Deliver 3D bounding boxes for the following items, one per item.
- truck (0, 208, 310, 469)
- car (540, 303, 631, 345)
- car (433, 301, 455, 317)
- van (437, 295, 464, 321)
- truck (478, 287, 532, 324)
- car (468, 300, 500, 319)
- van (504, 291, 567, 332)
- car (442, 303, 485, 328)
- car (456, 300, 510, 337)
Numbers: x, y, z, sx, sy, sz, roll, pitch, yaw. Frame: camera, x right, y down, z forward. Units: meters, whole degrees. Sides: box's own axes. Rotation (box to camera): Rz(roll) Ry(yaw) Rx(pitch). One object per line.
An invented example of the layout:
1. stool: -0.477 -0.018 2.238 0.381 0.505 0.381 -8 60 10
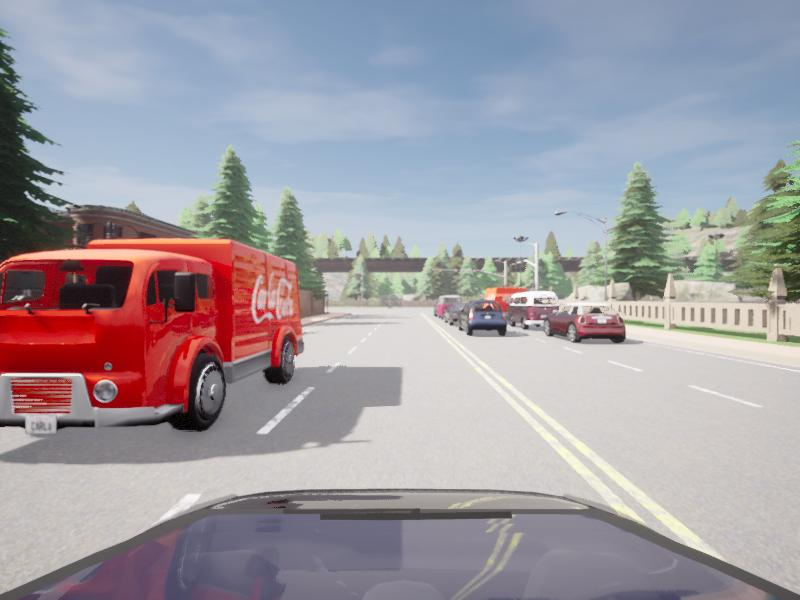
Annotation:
1. truck: -3.374 0.361 6.407 2.627 2.467 5.204 0 0 1
2. car: 7.299 0.864 16.194 1.970 1.475 3.806 0 0 1
3. car: 4.192 0.838 38.888 1.789 1.549 3.705 0 0 1
4. van: 4.091 0.619 33.126 1.775 1.987 4.442 0 0 1
5. truck: 7.530 0.375 29.381 2.627 2.467 5.204 0 0 1
6. car: 7.657 0.801 36.881 2.033 1.649 4.856 0 0 1
7. van: 7.408 0.585 22.443 2.069 2.038 4.480 0 0 1
8. car: 3.971 0.911 26.023 2.033 1.411 5.357 0 0 1
9. car: 3.853 0.800 19.265 1.851 1.617 3.988 0 0 1
